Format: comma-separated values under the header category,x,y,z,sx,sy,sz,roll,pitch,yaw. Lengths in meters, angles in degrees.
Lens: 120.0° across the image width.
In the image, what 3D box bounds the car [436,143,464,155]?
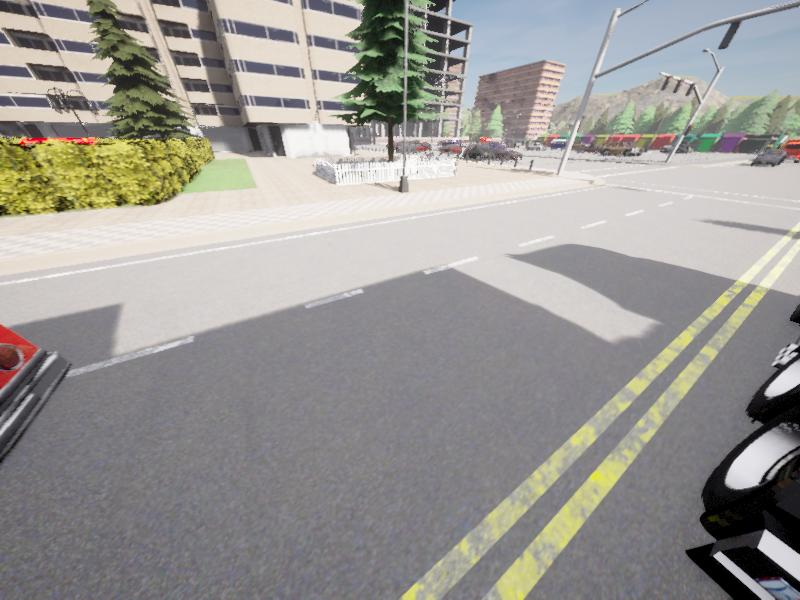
category,x,y,z,sx,sy,sz,roll,pitch,yaw
car,8.867,-27.003,41.224,2.163,1.488,4.792,-18,39,-24

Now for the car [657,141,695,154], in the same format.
category,x,y,z,sx,sy,sz,roll,pitch,yaw
car,52.936,-29.301,44.383,1.905,1.878,3.866,-18,39,-24

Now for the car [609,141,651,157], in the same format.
category,x,y,z,sx,sy,sz,roll,pitch,yaw
car,35.951,-23.742,36.277,1.905,1.878,3.866,-18,39,-24

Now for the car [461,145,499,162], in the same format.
category,x,y,z,sx,sy,sz,roll,pitch,yaw
car,9.781,-18.135,28.498,1.851,1.617,3.988,-18,39,-24

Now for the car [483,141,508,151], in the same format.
category,x,y,z,sx,sy,sz,roll,pitch,yaw
car,21.486,-34.748,52.074,2.242,1.667,4.611,-18,39,-24

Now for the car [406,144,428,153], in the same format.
category,x,y,z,sx,sy,sz,roll,pitch,yaw
car,3.102,-28.657,43.675,1.895,1.301,4.718,-18,39,-24

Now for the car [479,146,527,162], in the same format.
category,x,y,z,sx,sy,sz,roll,pitch,yaw
car,13.038,-18.811,29.683,2.033,1.411,5.357,-18,39,-24

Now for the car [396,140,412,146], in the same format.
category,x,y,z,sx,sy,sz,roll,pitch,yaw
car,1.365,-55.212,81.194,5.357,1.411,2.033,-18,39,-25

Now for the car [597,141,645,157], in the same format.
category,x,y,z,sx,sy,sz,roll,pitch,yaw
car,33.416,-22.955,35.122,1.932,1.855,4.605,-18,39,-24

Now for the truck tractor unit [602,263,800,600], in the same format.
category,x,y,z,sx,sy,sz,roll,pitch,yaw
truck tractor unit,5.109,-0.305,0.776,6.516,4.208,3.053,-18,39,-24

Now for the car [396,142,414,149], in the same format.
category,x,y,z,sx,sy,sz,roll,pitch,yaw
car,1.257,-38.544,57.646,2.033,1.411,5.357,-18,39,-24

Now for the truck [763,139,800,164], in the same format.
category,x,y,z,sx,sy,sz,roll,pitch,yaw
truck,49.521,-18.685,28.955,5.204,2.467,2.627,-18,39,-22

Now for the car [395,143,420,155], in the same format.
category,x,y,z,sx,sy,sz,roll,pitch,yaw
car,1.276,-26.568,40.473,2.038,1.542,4.974,-18,39,-24

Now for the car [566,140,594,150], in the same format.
category,x,y,z,sx,sy,sz,roll,pitch,yaw
car,44.171,-38.069,56.763,1.932,1.855,4.605,-18,39,-24

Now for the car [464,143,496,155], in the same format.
category,x,y,z,sx,sy,sz,roll,pitch,yaw
car,13.754,-26.169,40.042,1.882,1.535,5.008,-18,39,-25

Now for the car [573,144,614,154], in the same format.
category,x,y,z,sx,sy,sz,roll,pitch,yaw
car,35.087,-27.543,42.084,2.033,1.415,5.357,-18,39,-24

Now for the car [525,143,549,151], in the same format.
category,x,y,z,sx,sy,sz,roll,pitch,yaw
car,29.574,-33.056,49.881,1.970,1.475,3.806,-18,39,-24

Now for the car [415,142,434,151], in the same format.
category,x,y,z,sx,sy,sz,roll,pitch,yaw
car,5.369,-34.467,51.844,1.812,1.442,4.674,-18,39,-25

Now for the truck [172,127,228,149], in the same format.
category,x,y,z,sx,sy,sz,roll,pitch,yaw
truck,-44.232,-36.290,51.704,8.468,3.827,2.891,-18,39,-24

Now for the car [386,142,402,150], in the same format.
category,x,y,z,sx,sy,sz,roll,pitch,yaw
car,-1.481,-37.276,55.766,1.812,1.442,4.674,-18,39,-24

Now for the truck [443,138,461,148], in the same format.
category,x,y,z,sx,sy,sz,roll,pitch,yaw
truck,13.963,-42.493,62.555,2.069,2.038,4.478,-18,39,-24

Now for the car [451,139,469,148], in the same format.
category,x,y,z,sx,sy,sz,roll,pitch,yaw
car,16.436,-43.268,63.851,1.932,1.855,4.605,-18,39,-24

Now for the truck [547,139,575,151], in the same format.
category,x,y,z,sx,sy,sz,roll,pitch,yaw
truck,37.080,-35.798,53.285,2.069,2.038,4.478,-18,39,-24
